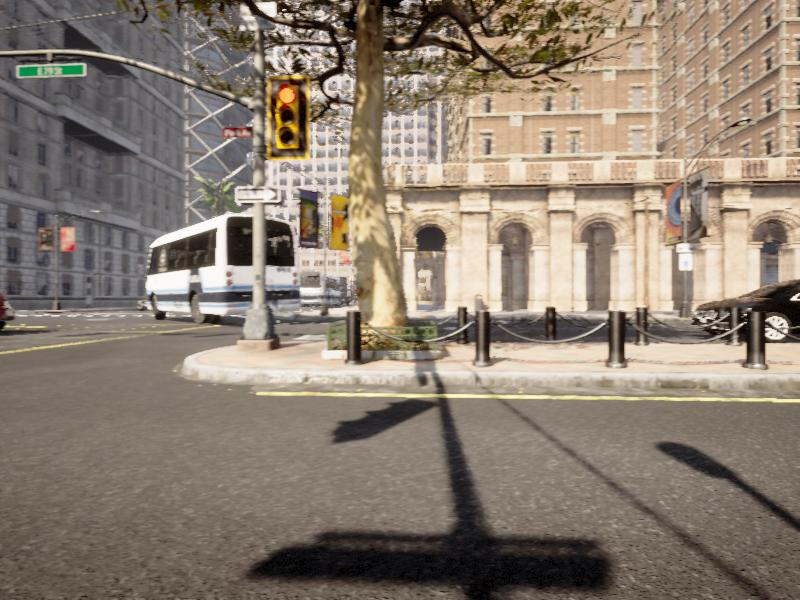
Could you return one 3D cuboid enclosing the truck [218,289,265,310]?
[{"bbox_3d":[-17.263,-0.083,44.049,2.390,2.098,6.274,0,0,3],"label":"truck"}]

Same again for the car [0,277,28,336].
[{"bbox_3d":[-13.856,0.178,11.199,5.027,1.651,2.152,0,0,3],"label":"car"}]

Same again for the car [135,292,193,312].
[{"bbox_3d":[-21.189,0.164,36.226,2.152,1.651,5.027,0,0,3],"label":"car"}]

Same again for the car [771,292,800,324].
[{"bbox_3d":[18.247,0.321,16.106,4.718,1.301,1.895,0,0,3],"label":"car"}]

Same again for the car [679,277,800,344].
[{"bbox_3d":[9.984,0.232,9.823,4.892,1.490,1.837,0,0,3],"label":"car"}]

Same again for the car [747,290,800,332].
[{"bbox_3d":[14.581,0.329,13.063,4.718,1.301,1.895,0,0,3],"label":"car"}]

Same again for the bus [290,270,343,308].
[{"bbox_3d":[-10.024,-1.171,49.755,3.944,4.253,10.273,0,-1,3],"label":"bus"}]

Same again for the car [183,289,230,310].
[{"bbox_3d":[-20.806,-0.053,43.396,2.150,2.045,5.566,0,0,3],"label":"car"}]

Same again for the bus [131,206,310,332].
[{"bbox_3d":[-8.800,-1.136,18.574,10.273,4.253,3.944,0,2,44],"label":"bus"}]
